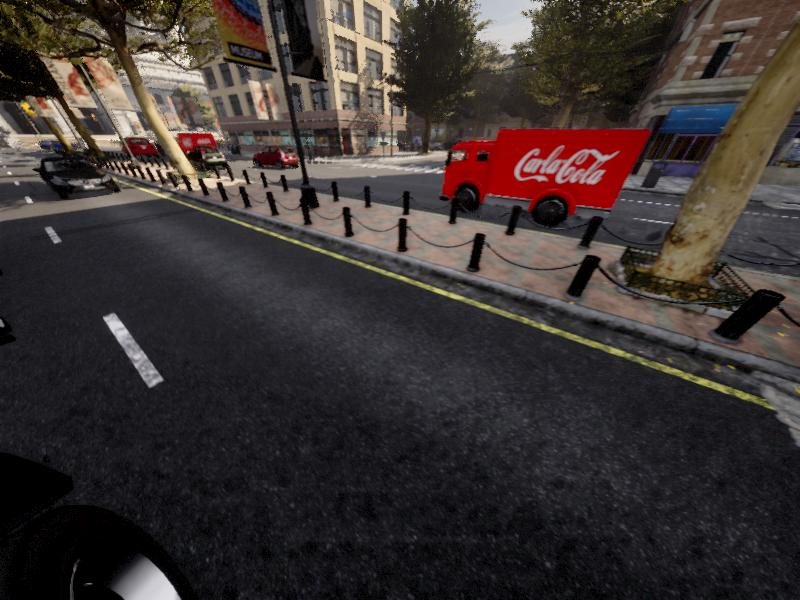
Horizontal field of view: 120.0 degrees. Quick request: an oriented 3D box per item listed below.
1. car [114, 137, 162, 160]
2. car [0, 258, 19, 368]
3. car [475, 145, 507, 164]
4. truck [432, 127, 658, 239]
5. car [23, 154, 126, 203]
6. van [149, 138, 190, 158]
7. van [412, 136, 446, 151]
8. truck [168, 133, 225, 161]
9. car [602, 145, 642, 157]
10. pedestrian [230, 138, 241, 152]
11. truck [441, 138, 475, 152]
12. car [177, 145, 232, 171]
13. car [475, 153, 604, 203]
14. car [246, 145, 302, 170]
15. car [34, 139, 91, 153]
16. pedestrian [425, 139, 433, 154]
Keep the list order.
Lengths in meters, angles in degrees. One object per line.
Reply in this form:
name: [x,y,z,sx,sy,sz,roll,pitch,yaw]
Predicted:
car: [-30.798,-17.845,27.165,5.566,2.045,2.150,22,41,29]
car: [-7.176,-0.236,2.882,4.892,1.490,1.837,22,40,27]
car: [10.388,-16.535,26.145,1.882,1.535,5.008,21,40,26]
truck: [4.099,-4.177,7.735,5.204,2.467,2.627,22,40,27]
car: [-15.067,-5.756,10.685,4.674,1.442,1.812,22,40,27]
van: [-30.154,-20.034,30.290,4.480,2.038,2.069,22,40,27]
van: [5.851,-32.369,47.803,6.366,2.431,2.351,22,40,27]
truck: [-23.100,-17.419,26.253,5.204,2.467,2.627,21,40,28]
car: [34.280,-23.109,35.850,4.181,1.385,1.994,23,41,29]
pedestrian: [-27.098,-25.618,38.095,0.751,1.860,0.751,24,42,30]
truck: [11.934,-32.234,47.955,6.274,2.098,2.390,26,42,32]
car: [-16.310,-11.926,19.289,3.988,1.617,1.851,22,40,27]
car: [6.543,-6.292,11.578,2.038,1.542,4.974,-21,41,-28]
car: [-10.810,-12.339,19.928,3.988,1.617,1.851,15,38,20]
car: [-55.018,-25.226,37.765,2.033,1.649,4.856,22,40,27]
pedestrian: [4.464,-23.302,35.107,0.751,1.860,0.751,-27,44,-34]
